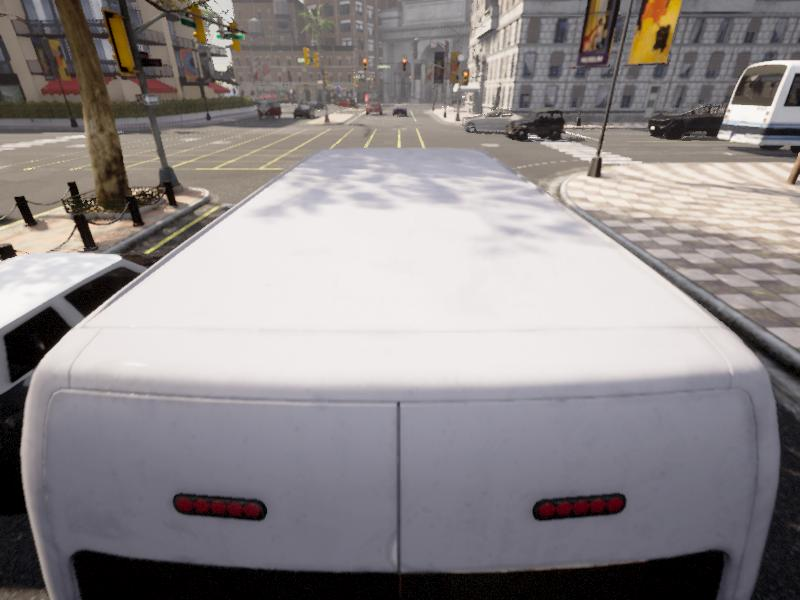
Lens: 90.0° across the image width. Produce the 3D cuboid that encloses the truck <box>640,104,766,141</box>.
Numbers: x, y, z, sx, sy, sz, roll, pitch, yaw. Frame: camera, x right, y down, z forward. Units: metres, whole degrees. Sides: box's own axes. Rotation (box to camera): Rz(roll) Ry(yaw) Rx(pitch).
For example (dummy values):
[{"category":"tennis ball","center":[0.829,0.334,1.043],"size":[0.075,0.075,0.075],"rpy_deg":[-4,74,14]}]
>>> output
[{"category":"truck","center":[20.420,-12.113,27.255],"size":[6.274,2.098,2.390],"rpy_deg":[0,28,0]}]

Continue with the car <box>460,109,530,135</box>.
[{"category":"car","center":[7.458,-13.996,31.379],"size":[5.027,1.651,2.152],"rpy_deg":[8,29,15]}]

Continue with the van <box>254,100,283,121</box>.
[{"category":"van","center":[-15.023,-21.795,45.898],"size":[1.775,1.987,4.442],"rpy_deg":[0,28,0]}]

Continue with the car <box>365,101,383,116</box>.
[{"category":"car","center":[-3.531,-26.445,55.154],"size":[2.152,1.651,5.027],"rpy_deg":[0,28,0]}]

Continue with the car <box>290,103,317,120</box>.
[{"category":"car","center":[-11.523,-22.748,48.085],"size":[1.930,1.638,5.238],"rpy_deg":[0,28,0]}]

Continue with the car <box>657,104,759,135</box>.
[{"category":"car","center":[23.205,-13.724,30.379],"size":[5.566,2.045,2.150],"rpy_deg":[0,28,0]}]

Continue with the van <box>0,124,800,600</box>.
[{"category":"van","center":[0.004,-0.027,3.737],"size":[1.988,2.561,5.915],"rpy_deg":[0,28,0]}]

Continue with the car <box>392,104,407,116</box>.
[{"category":"car","center":[-0.025,-25.437,53.576],"size":[1.895,1.301,4.718],"rpy_deg":[0,28,0]}]

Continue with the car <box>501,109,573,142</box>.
[{"category":"car","center":[9.036,-11.657,26.626],"size":[3.866,1.878,1.905],"rpy_deg":[-4,28,-7]}]

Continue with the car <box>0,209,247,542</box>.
[{"category":"car","center":[-3.496,0.249,4.359],"size":[1.970,1.475,3.806],"rpy_deg":[1,28,2]}]

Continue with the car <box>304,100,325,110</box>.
[{"category":"car","center":[-14.910,-34.146,70.096],"size":[2.033,1.411,5.357],"rpy_deg":[3,28,6]}]

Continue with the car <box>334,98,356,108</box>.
[{"category":"car","center":[-10.828,-38.916,79.065],"size":[3.988,1.617,1.851],"rpy_deg":[18,33,31]}]

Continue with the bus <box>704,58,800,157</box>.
[{"category":"bus","center":[23.027,-9.937,20.781],"size":[10.273,4.253,3.944],"rpy_deg":[0,28,1]}]
